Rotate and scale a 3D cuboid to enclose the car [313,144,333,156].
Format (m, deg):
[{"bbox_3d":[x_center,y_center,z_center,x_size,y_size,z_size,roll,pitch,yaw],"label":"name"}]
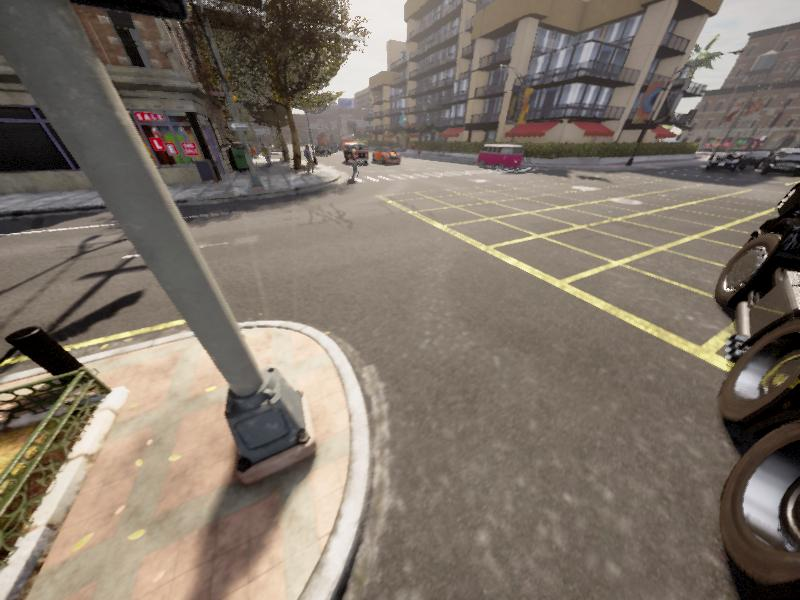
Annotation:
[{"bbox_3d":[-13.627,-26.516,40.784,2.152,1.651,5.027,-16,38,-22],"label":"car"}]

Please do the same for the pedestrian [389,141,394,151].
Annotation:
[{"bbox_3d":[-1.952,-34.951,52.506,0.751,1.860,0.751,9,36,13],"label":"pedestrian"}]

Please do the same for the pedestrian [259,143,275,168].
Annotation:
[{"bbox_3d":[-12.022,-13.115,20.933,0.751,1.860,0.751,-17,38,-23],"label":"pedestrian"}]

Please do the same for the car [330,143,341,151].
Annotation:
[{"bbox_3d":[-16.322,-38.605,58.264,1.789,1.549,3.705,-16,38,-21],"label":"car"}]

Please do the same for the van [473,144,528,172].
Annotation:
[{"bbox_3d":[9.346,-13.620,21.991,1.775,1.987,4.442,-16,38,-21],"label":"van"}]

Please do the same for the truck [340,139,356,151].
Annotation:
[{"bbox_3d":[-13.555,-40.284,59.905,2.627,2.467,5.204,-16,38,-21],"label":"truck"}]

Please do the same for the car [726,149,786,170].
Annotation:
[{"bbox_3d":[37.140,-14.778,24.132,5.238,1.638,1.930,-15,38,-21],"label":"car"}]

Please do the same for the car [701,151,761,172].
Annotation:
[{"bbox_3d":[31.127,-13.057,21.756,3.806,1.475,1.970,-15,38,-21],"label":"car"}]

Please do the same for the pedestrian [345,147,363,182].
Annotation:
[{"bbox_3d":[-2.940,-8.733,14.932,0.751,1.860,0.751,-16,38,-22],"label":"pedestrian"}]

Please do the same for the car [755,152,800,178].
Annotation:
[{"bbox_3d":[32.498,-11.242,19.097,4.974,1.542,2.038,-16,38,-21],"label":"car"}]

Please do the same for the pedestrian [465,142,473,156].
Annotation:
[{"bbox_3d":[10.987,-24.019,36.808,0.751,1.860,0.751,-15,38,-21],"label":"pedestrian"}]

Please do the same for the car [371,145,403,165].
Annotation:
[{"bbox_3d":[-1.621,-17.213,27.278,2.097,1.767,4.553,-16,38,-21],"label":"car"}]

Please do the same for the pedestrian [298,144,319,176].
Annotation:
[{"bbox_3d":[-6.462,-9.938,16.383,0.751,1.860,0.751,11,36,15],"label":"pedestrian"}]

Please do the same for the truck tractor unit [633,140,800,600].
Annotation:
[{"bbox_3d":[4.884,-0.481,1.041,6.516,4.208,3.053,-27,43,-33],"label":"truck tractor unit"}]

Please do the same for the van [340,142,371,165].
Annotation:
[{"bbox_3d":[-5.114,-16.850,26.516,2.069,2.038,4.480,-16,38,-22],"label":"van"}]

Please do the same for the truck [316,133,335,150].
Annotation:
[{"bbox_3d":[-21.228,-45.217,65.785,2.891,3.827,8.468,-16,38,-21],"label":"truck"}]
